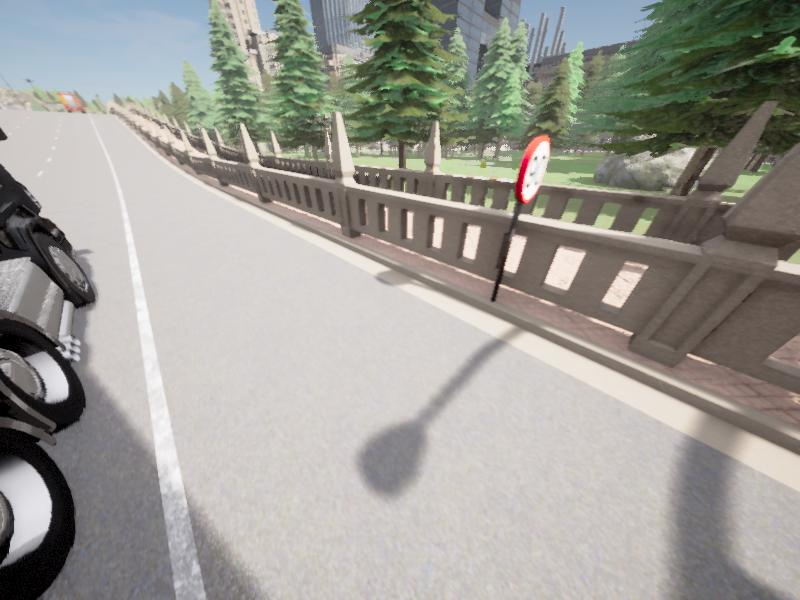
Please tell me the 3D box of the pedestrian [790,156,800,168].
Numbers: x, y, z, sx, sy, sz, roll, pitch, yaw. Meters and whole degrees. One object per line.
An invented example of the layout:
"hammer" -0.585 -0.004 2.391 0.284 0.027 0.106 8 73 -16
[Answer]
"pedestrian" 39.948 -13.777 22.802 0.751 1.300 0.751 26 42 33

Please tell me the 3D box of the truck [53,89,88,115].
"truck" -77.342 -46.472 54.484 8.468 3.827 2.891 30 44 34

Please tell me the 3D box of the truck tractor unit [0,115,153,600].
"truck tractor unit" -4.838 -0.508 1.087 6.516 4.208 3.053 28 43 34
